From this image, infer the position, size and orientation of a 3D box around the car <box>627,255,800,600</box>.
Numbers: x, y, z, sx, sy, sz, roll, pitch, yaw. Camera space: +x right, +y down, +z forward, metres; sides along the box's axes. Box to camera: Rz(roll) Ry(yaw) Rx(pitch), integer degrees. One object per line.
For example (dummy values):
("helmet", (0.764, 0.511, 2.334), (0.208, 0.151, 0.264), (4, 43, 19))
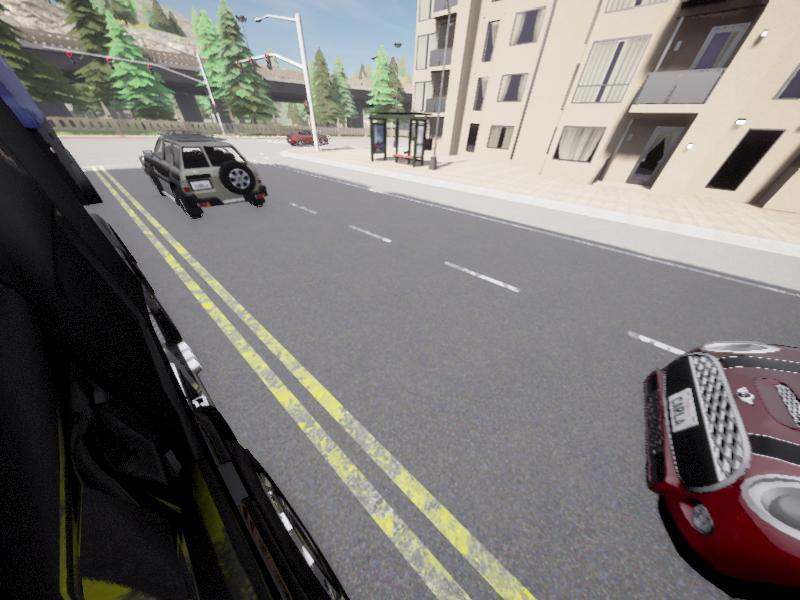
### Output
("car", (3.612, 1.444, 0.748), (3.806, 1.475, 1.970), (28, 44, 30))

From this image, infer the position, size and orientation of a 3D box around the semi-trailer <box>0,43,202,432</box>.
("semi-trailer", (-8.695, -3.619, 4.214), (14.254, 4.402, 2.717), (28, 44, 30))

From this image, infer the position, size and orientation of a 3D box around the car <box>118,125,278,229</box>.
("car", (-5.995, -3.883, 6.866), (4.605, 1.855, 1.932), (29, 44, 29))

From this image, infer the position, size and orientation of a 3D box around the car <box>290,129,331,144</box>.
("car", (-10.902, -20.059, 28.385), (1.994, 1.385, 4.181), (29, 44, 30))

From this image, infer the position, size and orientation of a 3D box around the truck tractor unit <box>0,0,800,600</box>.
("truck tractor unit", (-2.645, -0.295, 0.352), (6.516, 4.208, 3.053), (28, 44, 30))

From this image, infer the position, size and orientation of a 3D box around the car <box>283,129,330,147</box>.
("car", (-9.987, -17.483, 24.931), (1.816, 1.474, 4.193), (29, 44, 30))
